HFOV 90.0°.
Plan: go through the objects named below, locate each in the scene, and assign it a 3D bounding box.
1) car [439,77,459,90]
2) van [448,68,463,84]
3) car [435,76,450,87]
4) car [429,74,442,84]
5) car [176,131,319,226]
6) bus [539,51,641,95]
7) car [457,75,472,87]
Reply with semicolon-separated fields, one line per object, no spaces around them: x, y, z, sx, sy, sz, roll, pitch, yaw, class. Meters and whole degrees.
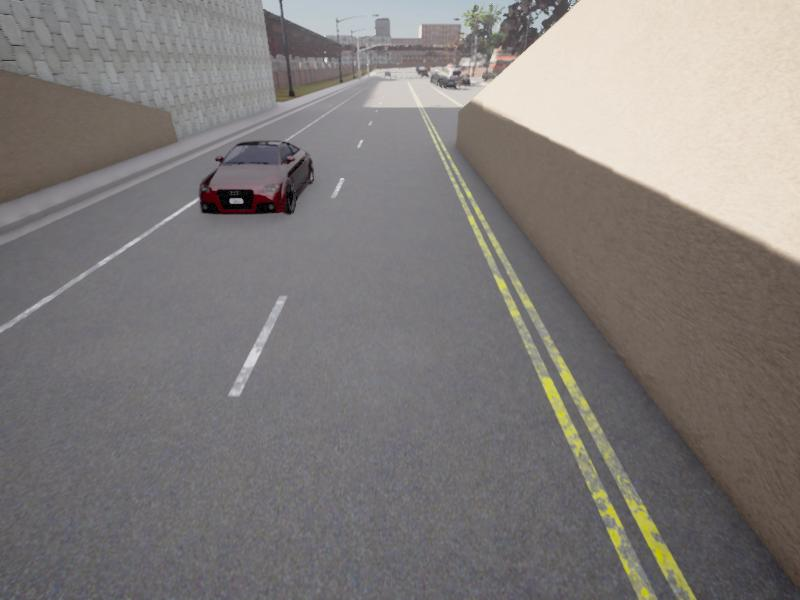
7.138;-31.965;58.918;2.007;1.525;4.514;-2;30;-4;car
10.429;-42.682;76.174;1.988;2.561;5.915;0;30;0;van
6.956;-36.039;65.890;1.837;1.490;4.892;0;30;0;car
6.937;-43.236;78.135;2.128;1.511;4.902;0;30;0;car
-3.513;-3.288;10.220;1.994;1.385;4.181;0;30;0;car
23.359;-28.292;49.939;10.273;4.253;3.944;-2;30;0;bus
10.497;-35.779;65.384;1.789;1.549;3.705;0;30;-1;car
